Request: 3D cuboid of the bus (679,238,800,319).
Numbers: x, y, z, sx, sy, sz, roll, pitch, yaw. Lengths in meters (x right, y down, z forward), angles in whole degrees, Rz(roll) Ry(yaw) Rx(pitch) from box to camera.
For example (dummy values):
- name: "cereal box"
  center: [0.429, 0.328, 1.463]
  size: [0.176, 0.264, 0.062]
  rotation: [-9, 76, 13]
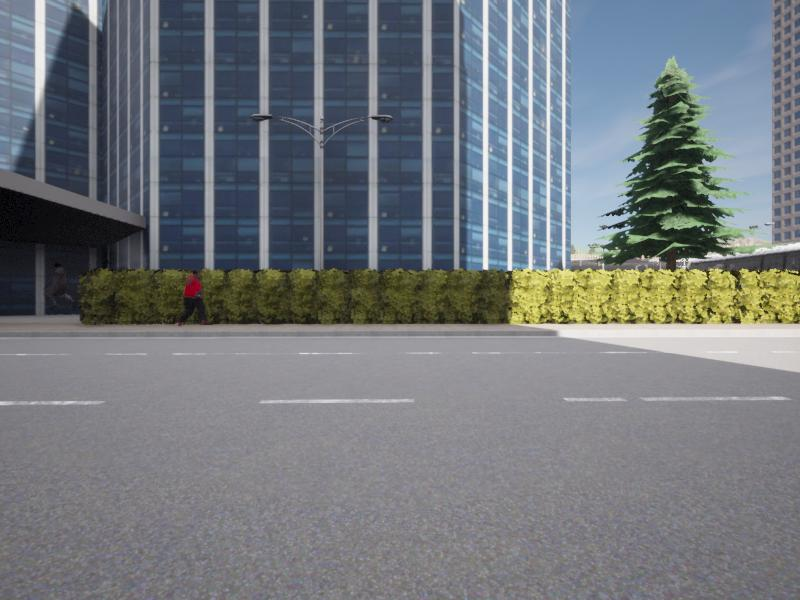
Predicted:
- name: "bus"
  center: [22.974, -1.133, 24.894]
  size: [3.944, 4.253, 10.273]
  rotation: [0, 0, -1]

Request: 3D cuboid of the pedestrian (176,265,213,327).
- name: "pedestrian"
  center: [-6.314, -0.115, 12.313]
  size: [0.751, 1.860, 0.751]
  rotation: [0, 0, 2]

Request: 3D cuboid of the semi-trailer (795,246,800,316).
- name: "semi-trailer"
  center: [26.578, -1.219, 18.408]
  size: [2.717, 4.402, 14.254]
  rotation: [0, 0, 0]
